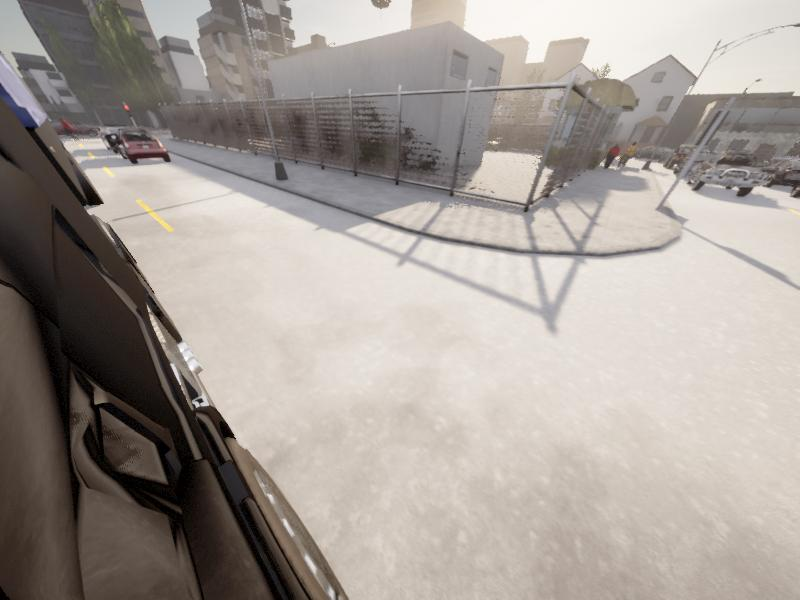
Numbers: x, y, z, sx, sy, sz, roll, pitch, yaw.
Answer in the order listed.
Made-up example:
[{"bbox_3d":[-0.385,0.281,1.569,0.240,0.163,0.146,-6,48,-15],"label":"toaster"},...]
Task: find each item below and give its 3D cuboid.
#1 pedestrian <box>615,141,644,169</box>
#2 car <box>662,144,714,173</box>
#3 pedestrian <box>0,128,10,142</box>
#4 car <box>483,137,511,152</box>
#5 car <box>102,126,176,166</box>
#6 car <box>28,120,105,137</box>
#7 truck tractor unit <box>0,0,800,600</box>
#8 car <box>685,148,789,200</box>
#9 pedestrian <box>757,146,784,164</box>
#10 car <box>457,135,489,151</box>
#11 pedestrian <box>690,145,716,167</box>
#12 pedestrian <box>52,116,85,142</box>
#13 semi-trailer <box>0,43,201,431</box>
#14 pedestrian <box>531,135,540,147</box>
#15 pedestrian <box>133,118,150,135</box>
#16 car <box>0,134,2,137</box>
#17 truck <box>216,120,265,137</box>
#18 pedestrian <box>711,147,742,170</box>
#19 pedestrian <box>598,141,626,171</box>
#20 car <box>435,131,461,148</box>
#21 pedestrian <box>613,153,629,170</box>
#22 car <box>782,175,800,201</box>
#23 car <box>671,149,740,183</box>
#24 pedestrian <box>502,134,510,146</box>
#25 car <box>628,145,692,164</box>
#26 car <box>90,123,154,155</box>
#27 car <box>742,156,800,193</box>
[{"bbox_3d":[18.682,-11.830,18.867,0.751,1.860,0.751,-21,42,-28],"label":"pedestrian"},{"bbox_3d":[26.095,-13.043,21.129,1.905,1.878,3.866,27,43,29],"label":"car"},{"bbox_3d":[-31.980,-13.430,17.951,0.751,1.860,0.751,-22,43,-29],"label":"pedestrian"},{"bbox_3d":[13.196,-21.155,31.420,1.816,1.474,4.193,28,44,30],"label":"car"},{"bbox_3d":[-15.447,-9.170,13.662,3.988,1.617,1.851,28,43,30],"label":"car"},{"bbox_3d":[-37.240,-19.237,25.981,1.812,1.442,4.674,28,44,30],"label":"car"},{"bbox_3d":[-2.645,-0.295,0.351,6.516,4.208,3.053,28,44,30],"label":"truck tractor unit"},{"bbox_3d":[17.550,-6.926,12.421,1.932,1.855,4.605,30,44,31],"label":"car"},{"bbox_3d":[47.053,-18.360,29.341,0.751,1.860,0.751,20,40,22],"label":"pedestrian"},{"bbox_3d":[10.298,-22.176,32.499,2.242,1.667,4.611,28,44,30],"label":"car"},{"bbox_3d":[31.141,-14.810,23.791,0.751,1.860,0.751,28,44,30],"label":"pedestrian"},{"bbox_3d":[-30.918,-15.936,21.547,0.751,1.860,0.751,11,38,11],"label":"pedestrian"},{"bbox_3d":[-8.697,-3.597,4.241,14.254,4.402,2.717,28,44,30],"label":"semi-trailer"},{"bbox_3d":[26.003,-30.506,44.356,0.751,1.860,0.751,27,43,29],"label":"pedestrian"},{"bbox_3d":[-36.317,-24.318,32.462,0.751,1.860,0.751,23,41,25],"label":"pedestrian"},{"bbox_3d":[-41.639,-16.163,21.566,1.816,1.474,4.193,30,45,32],"label":"car"},{"bbox_3d":[-27.551,-29.864,40.271,2.390,2.098,6.274,28,43,30],"label":"truck"},{"bbox_3d":[31.122,-13.497,22.029,0.751,1.860,0.751,-18,41,-25],"label":"pedestrian"},{"bbox_3d":[16.028,-10.912,17.475,0.751,1.860,0.751,31,45,32],"label":"pedestrian"},{"bbox_3d":[7.181,-24.116,34.737,1.905,1.878,3.866,28,44,30],"label":"car"},{"bbox_3d":[17.631,-11.089,18.445,0.500,1.100,0.500,27,43,29],"label":"pedestrian"},{"bbox_3d":[20.360,-5.097,10.475,1.816,1.474,4.193,28,44,30],"label":"car"},{"bbox_3d":[21.840,-9.834,16.791,2.033,1.649,4.856,29,44,31],"label":"car"},{"bbox_3d":[20.255,-30.555,44.075,0.751,1.860,0.751,19,40,20],"label":"pedestrian"},{"bbox_3d":[31.273,-17.711,28.023,2.128,1.511,4.902,-1,37,-5],"label":"car"},{"bbox_3d":[-20.520,-11.940,17.041,5.238,1.638,1.930,27,43,29],"label":"car"},{"bbox_3d":[24.580,-7.961,14.568,2.163,1.488,4.792,28,43,30],"label":"car"}]
